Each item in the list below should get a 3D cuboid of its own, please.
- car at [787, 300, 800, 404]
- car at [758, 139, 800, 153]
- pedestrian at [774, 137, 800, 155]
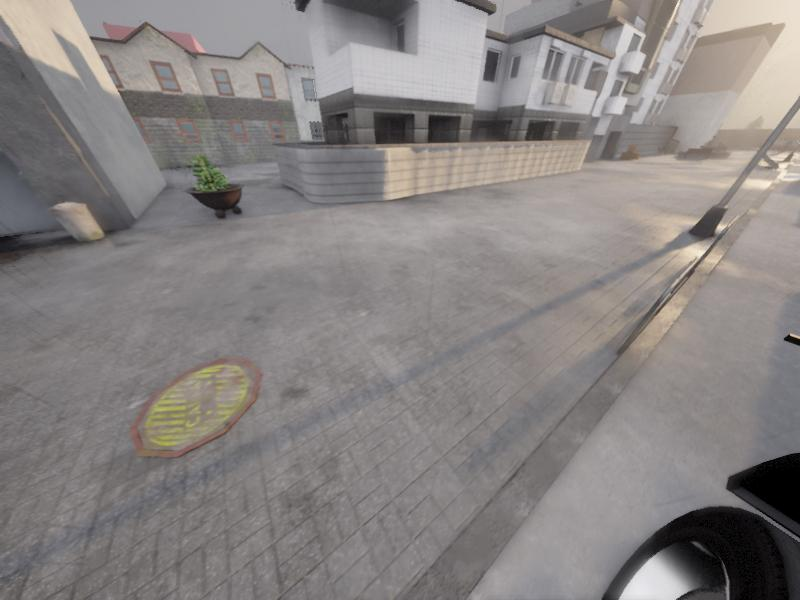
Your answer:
[{"bbox_3d":[6.545,0.187,2.477,4.718,1.301,1.895,-21,40,-27],"label":"car"},{"bbox_3d":[60.854,-24.246,36.256,2.097,1.767,4.553,-22,40,-27],"label":"car"},{"bbox_3d":[50.691,-20.151,30.252,0.751,1.860,0.751,-5,36,-7],"label":"pedestrian"}]
